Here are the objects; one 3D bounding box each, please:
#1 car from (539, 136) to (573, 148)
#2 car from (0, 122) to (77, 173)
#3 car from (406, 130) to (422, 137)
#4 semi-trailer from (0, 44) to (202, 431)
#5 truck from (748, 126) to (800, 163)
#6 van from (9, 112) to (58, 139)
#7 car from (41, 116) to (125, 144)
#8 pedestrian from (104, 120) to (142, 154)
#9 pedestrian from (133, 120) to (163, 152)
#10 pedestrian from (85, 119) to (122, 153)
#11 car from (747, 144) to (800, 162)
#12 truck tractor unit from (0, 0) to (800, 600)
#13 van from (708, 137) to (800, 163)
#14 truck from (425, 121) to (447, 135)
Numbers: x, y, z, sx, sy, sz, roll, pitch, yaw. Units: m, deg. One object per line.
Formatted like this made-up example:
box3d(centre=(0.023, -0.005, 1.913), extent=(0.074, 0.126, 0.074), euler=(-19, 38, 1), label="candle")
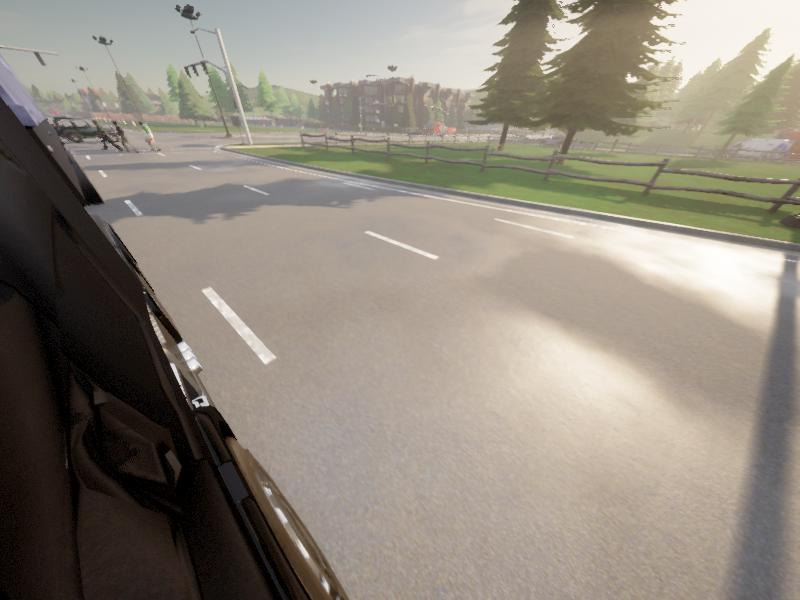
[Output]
box3d(centre=(29.604, -30.170, 43.980), extent=(4.856, 1.649, 2.033), euler=(28, 44, 30), label="car")
box3d(centre=(-18.503, -7.691, 11.465), extent=(5.027, 1.651, 2.152), euler=(28, 44, 30), label="car")
box3d(centre=(4.044, -46.892, 64.878), extent=(1.837, 1.490, 4.892), euler=(29, 44, 30), label="car")
box3d(centre=(-8.700, -3.594, 4.239), extent=(14.254, 4.402, 2.717), euler=(28, 44, 30), label="semi-trailer")
box3d(centre=(54.617, -20.393, 30.547), extent=(8.468, 3.827, 2.891), euler=(28, 44, 30), label="truck")
box3d(centre=(-36.539, -17.470, 23.154), extent=(4.442, 1.987, 1.775), euler=(28, 44, 30), label="van")
box3d(centre=(-27.804, -15.025, 20.467), extent=(1.905, 1.878, 3.866), euler=(29, 44, 30), label="car")
box3d(centre=(-18.632, -10.977, 15.588), extent=(0.751, 1.860, 0.751), euler=(-18, 42, -25), label="pedestrian")
box3d(centre=(-18.383, -11.938, 16.875), extent=(0.751, 1.860, 0.751), euler=(-25, 45, -31), label="pedestrian")
box3d(centre=(-20.437, -11.342, 15.971), extent=(0.751, 1.860, 0.751), euler=(-25, 45, -31), label="pedestrian")
box3d(centre=(55.737, -21.716, 34.061), extent=(4.553, 1.767, 2.097), euler=(28, 44, 30), label="car")
box3d(centre=(-2.645, -0.295, 0.351), extent=(6.516, 4.208, 3.053), euler=(28, 44, 30), label="truck tractor unit")
box3d(centre=(47.952, -20.640, 31.669), extent=(6.366, 2.431, 2.351), euler=(28, 44, 30), label="van")
box3d(centre=(12.742, -60.188, 81.081), extent=(2.891, 3.827, 8.468), euler=(28, 44, 30), label="truck")
